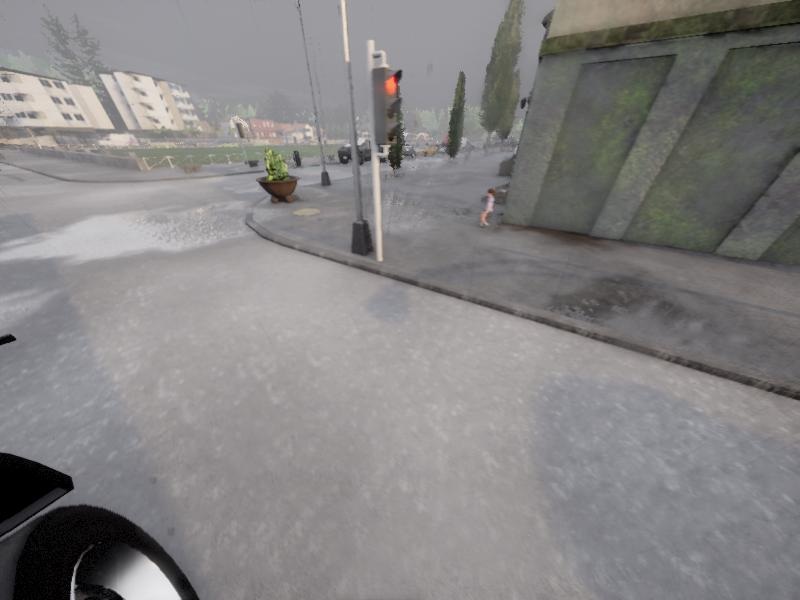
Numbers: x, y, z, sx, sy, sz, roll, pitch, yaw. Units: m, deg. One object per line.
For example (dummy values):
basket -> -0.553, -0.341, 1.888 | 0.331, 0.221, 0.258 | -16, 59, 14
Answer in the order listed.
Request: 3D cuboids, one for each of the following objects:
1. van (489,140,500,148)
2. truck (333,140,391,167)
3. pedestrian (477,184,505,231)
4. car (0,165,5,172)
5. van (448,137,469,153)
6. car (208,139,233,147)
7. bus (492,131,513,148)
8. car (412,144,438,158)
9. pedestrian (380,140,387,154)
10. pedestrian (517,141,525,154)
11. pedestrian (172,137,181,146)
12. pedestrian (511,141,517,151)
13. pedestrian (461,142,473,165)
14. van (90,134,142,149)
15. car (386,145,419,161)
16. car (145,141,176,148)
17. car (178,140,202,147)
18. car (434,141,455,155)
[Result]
van -> 28.747, -47.553, 70.423 | 1.775, 1.987, 4.442 | 19, 39, 24
truck -> -3.664, -15.426, 24.072 | 2.390, 2.098, 6.274 | 19, 39, 24
pedestrian -> 2.550, -2.598, 6.499 | 0.500, 1.100, 0.500 | 12, 37, 16
car -> -31.830, -10.292, 17.018 | 4.181, 1.385, 1.994 | 19, 39, 24
van -> 11.558, -30.719, 45.704 | 1.988, 2.561, 5.915 | 19, 39, 24
car -> -50.598, -44.340, 65.127 | 2.033, 1.649, 4.856 | 19, 39, 24
bus -> 34.485, -54.032, 77.761 | 3.944, 4.253, 10.273 | 19, 39, 24
car -> 3.875, -22.698, 34.995 | 1.801, 1.575, 5.366 | 19, 39, 24
pedestrian -> -2.744, -25.692, 38.739 | 0.751, 1.860, 0.751 | 19, 39, 24
pedestrian -> 21.223, -26.660, 40.430 | 0.751, 1.860, 0.751 | 16, 38, 21
pedestrian -> -59.065, -41.909, 61.121 | 0.751, 1.860, 0.751 | 17, 38, 22
pedestrian -> 24.516, -33.200, 49.778 | 0.751, 1.860, 0.751 | 16, 38, 21
pedestrian -> 6.542, -14.246, 22.505 | 0.751, 1.860, 0.751 | 14, 37, 18
van -> -61.073, -34.278, 49.938 | 2.351, 2.431, 6.366 | 19, 39, 24
car -> 0.390, -19.211, 30.036 | 2.128, 1.511, 4.902 | 19, 39, 24
car -> -57.381, -37.477, 55.537 | 1.895, 1.301, 4.718 | 19, 39, 24
car -> -54.367, -40.537, 59.782 | 1.970, 1.475, 3.806 | 19, 39, 24
car -> 7.805, -26.720, 40.525 | 1.932, 1.855, 4.605 | 19, 39, 24
